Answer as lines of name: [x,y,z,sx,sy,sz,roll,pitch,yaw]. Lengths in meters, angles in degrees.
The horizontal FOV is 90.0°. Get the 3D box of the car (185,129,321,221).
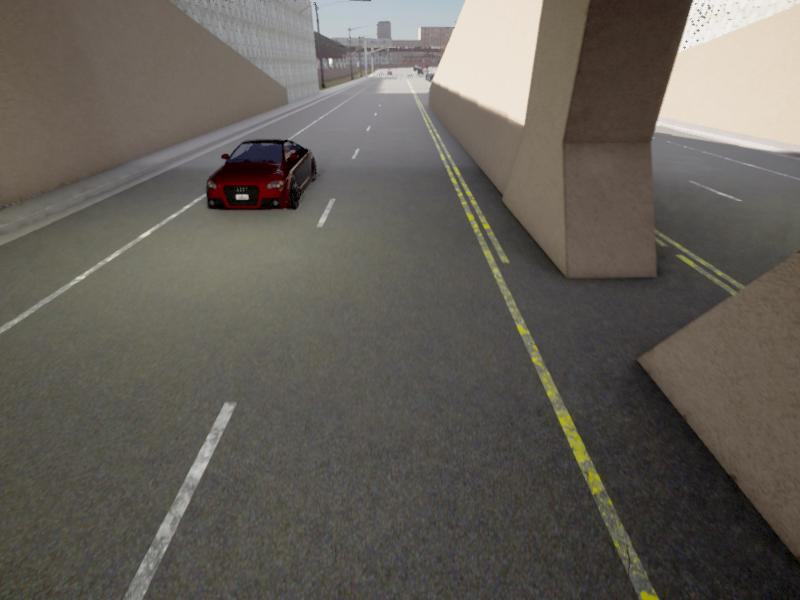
car: [-3.499,-3.446,10.500,1.994,1.385,4.181,0,30,0]
